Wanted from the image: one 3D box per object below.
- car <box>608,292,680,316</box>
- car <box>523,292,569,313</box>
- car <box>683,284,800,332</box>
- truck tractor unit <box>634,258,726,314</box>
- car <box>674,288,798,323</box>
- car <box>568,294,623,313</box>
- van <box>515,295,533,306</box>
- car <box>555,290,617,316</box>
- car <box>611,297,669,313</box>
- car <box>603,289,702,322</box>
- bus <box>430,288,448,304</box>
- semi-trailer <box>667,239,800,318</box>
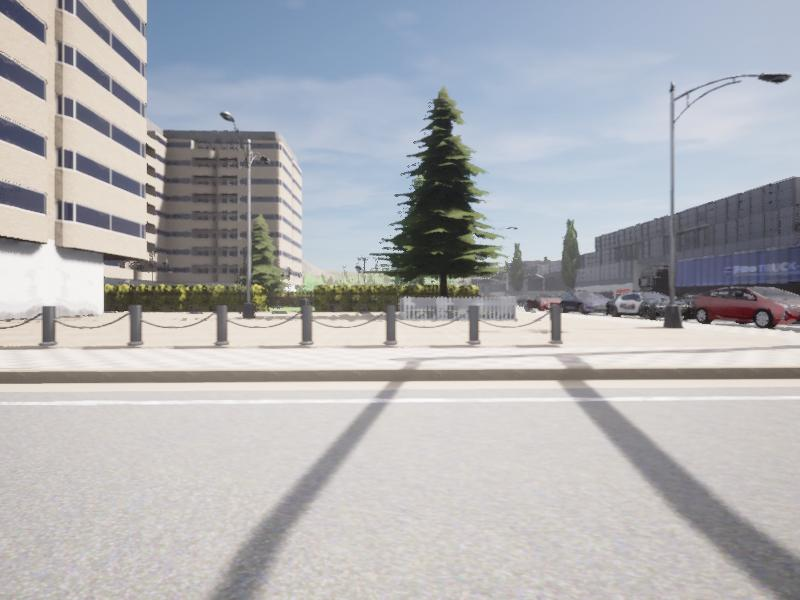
[{"bbox_3d":[16.442,0.262,27.267,2.007,1.525,4.514,0,0,-2],"label":"car"},{"bbox_3d":[12.704,0.202,35.234,2.242,1.667,4.611,0,0,-2],"label":"car"},{"bbox_3d":[13.238,0.247,15.014,2.007,1.525,4.514,0,0,0],"label":"car"},{"bbox_3d":[23.244,-1.081,33.701,3.053,4.208,6.516,0,0,-2],"label":"truck tractor unit"},{"bbox_3d":[16.647,0.251,20.287,2.038,1.542,4.974,0,0,-2],"label":"car"},{"bbox_3d":[16.254,0.278,33.636,2.128,1.511,4.902,0,0,-2],"label":"car"},{"bbox_3d":[22.191,0.090,71.732,1.775,1.987,4.442,0,0,0],"label":"van"},{"bbox_3d":[12.914,0.214,28.202,2.033,1.649,4.856,0,0,-2],"label":"car"},{"bbox_3d":[19.769,0.385,33.212,1.895,1.301,4.718,0,0,-2],"label":"car"},{"bbox_3d":[13.117,0.253,21.248,2.038,1.542,4.974,0,0,-2],"label":"car"},{"bbox_3d":[10.556,-0.995,109.322,3.944,4.253,10.273,0,0,-1],"label":"bus"},{"bbox_3d":[23.492,-1.188,25.787,2.717,4.402,14.254,0,0,-2],"label":"semi-trailer"}]
